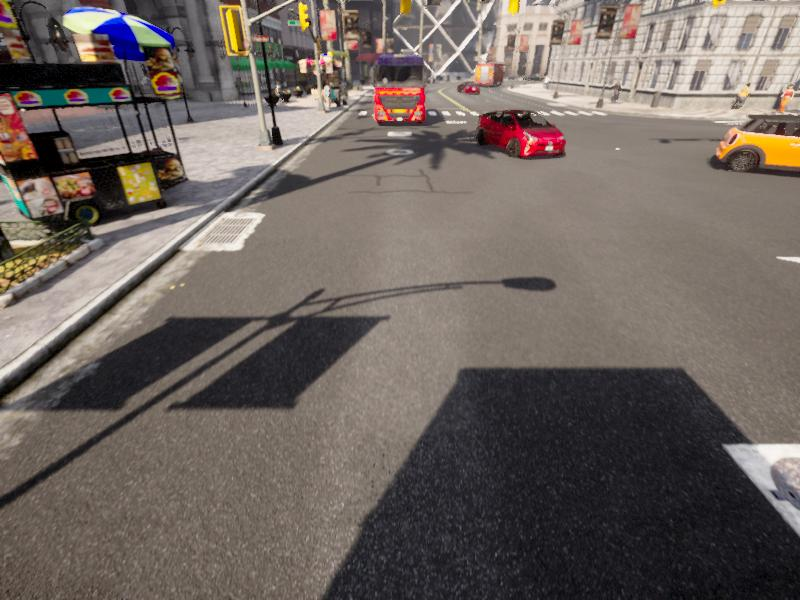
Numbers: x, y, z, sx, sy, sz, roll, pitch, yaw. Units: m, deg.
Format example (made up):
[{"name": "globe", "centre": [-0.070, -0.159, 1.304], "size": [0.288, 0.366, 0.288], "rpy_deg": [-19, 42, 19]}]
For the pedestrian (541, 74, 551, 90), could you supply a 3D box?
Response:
[{"name": "pedestrian", "centre": [20.168, -30.089, 55.211], "size": [0.751, 1.860, 0.751], "rpy_deg": [1, 30, 1]}]

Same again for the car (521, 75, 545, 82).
[{"name": "car", "centre": [28.677, -47.702, 86.211], "size": [4.718, 1.301, 1.895], "rpy_deg": [-11, 32, -18]}]

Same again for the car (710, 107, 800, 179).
[{"name": "car", "centre": [12.945, -4.925, 12.632], "size": [4.553, 1.767, 2.097], "rpy_deg": [17, 34, 27]}]

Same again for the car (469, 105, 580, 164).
[{"name": "car", "centre": [4.724, -6.802, 16.104], "size": [2.007, 1.525, 4.514], "rpy_deg": [-9, 31, -14]}]

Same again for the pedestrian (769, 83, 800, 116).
[{"name": "pedestrian", "centre": [25.361, -13.159, 26.290], "size": [0.751, 1.860, 0.751], "rpy_deg": [-8, 31, -14]}]

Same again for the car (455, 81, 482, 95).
[{"name": "car", "centre": [8.478, -26.398, 49.738], "size": [1.994, 1.385, 4.181], "rpy_deg": [-5, 31, -9]}]

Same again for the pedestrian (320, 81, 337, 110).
[{"name": "pedestrian", "centre": [-5.341, -15.249, 29.851], "size": [0.751, 1.860, 0.751], "rpy_deg": [18, 35, 27]}]

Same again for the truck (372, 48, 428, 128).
[{"name": "truck", "centre": [-0.011, -13.419, 25.132], "size": [2.891, 3.827, 8.468], "rpy_deg": [0, 30, 0]}]

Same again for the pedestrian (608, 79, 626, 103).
[{"name": "pedestrian", "centre": [19.461, -18.799, 35.922], "size": [0.751, 1.860, 0.751], "rpy_deg": [1, 30, 2]}]

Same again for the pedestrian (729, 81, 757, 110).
[{"name": "pedestrian", "centre": [25.434, -15.143, 29.678], "size": [0.751, 1.860, 0.751], "rpy_deg": [0, 30, -1]}]

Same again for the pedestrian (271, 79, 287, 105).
[{"name": "pedestrian", "centre": [-10.233, -17.532, 33.751], "size": [0.751, 1.860, 0.751], "rpy_deg": [24, 38, 35]}]

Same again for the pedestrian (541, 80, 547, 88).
[{"name": "pedestrian", "centre": [21.331, -31.978, 59.190], "size": [0.500, 1.100, 0.500], "rpy_deg": [13, 33, 22]}]

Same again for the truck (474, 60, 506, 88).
[{"name": "truck", "centre": [15.100, -37.633, 66.501], "size": [2.891, 3.827, 8.468], "rpy_deg": [13, 33, 21]}]
